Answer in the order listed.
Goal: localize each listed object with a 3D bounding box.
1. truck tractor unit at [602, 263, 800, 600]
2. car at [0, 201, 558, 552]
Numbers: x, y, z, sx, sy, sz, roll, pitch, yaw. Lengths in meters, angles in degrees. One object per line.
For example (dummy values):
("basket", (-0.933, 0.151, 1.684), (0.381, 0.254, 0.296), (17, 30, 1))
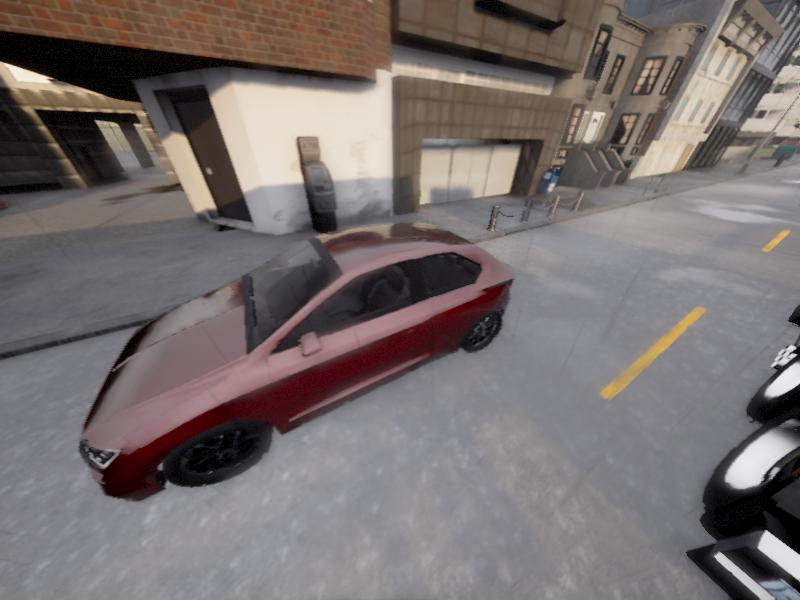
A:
("truck tractor unit", (5.111, -0.299, 0.788), (6.516, 4.208, 3.053), (-18, 39, -24))
("car", (-0.597, 0.050, 2.645), (4.193, 1.474, 1.816), (-18, 39, -24))
